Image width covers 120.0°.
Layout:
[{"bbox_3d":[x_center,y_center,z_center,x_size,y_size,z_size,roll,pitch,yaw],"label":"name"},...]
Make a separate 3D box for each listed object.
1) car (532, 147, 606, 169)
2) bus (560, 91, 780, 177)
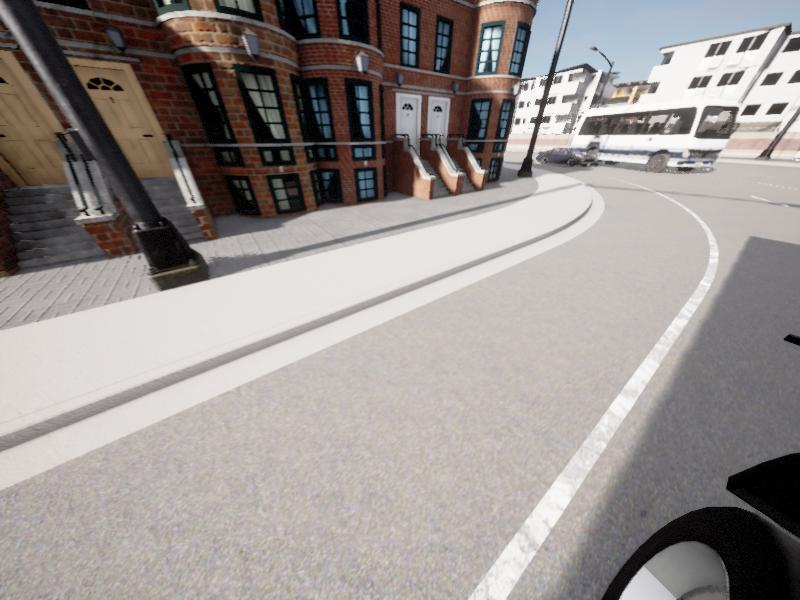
[{"bbox_3d":[15.024,-13.016,21.025,2.033,1.411,5.357,-8,36,-11],"label":"car"},{"bbox_3d":[19.179,-12.975,18.460,3.944,4.253,10.273,-5,36,-8],"label":"bus"}]
